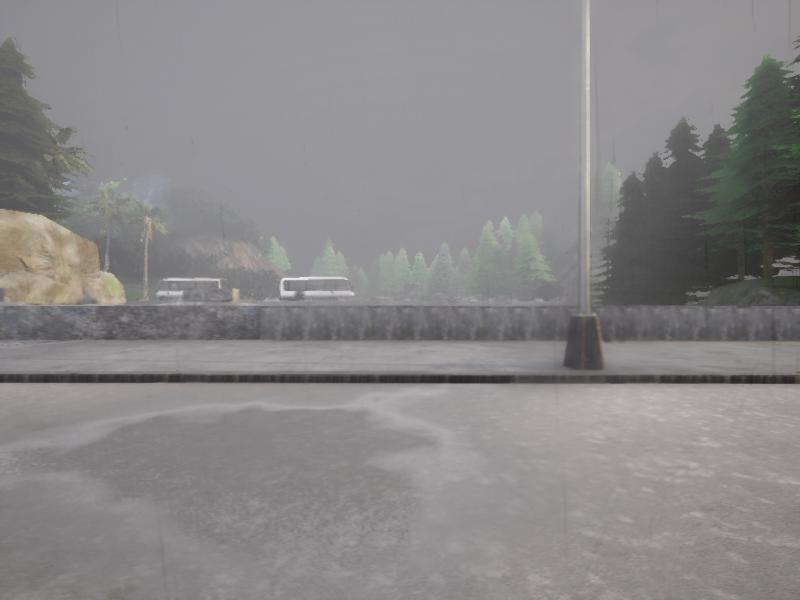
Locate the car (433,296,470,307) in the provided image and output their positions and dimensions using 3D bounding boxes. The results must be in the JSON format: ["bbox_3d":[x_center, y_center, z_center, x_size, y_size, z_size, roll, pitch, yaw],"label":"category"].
[{"bbox_3d":[7.176,0.255,56.215,4.892,1.490,1.837,0,0,0],"label":"car"}]

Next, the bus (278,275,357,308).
[{"bbox_3d":[-11.394,-1.142,56.369,10.273,4.253,3.944,-1,0,0],"label":"bus"}]

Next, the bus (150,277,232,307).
[{"bbox_3d":[-31.274,-1.174,60.162,10.273,4.253,3.944,0,0,0],"label":"bus"}]

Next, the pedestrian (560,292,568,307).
[{"bbox_3d":[20.880,-0.040,50.918,0.751,1.860,0.751,0,0,0],"label":"pedestrian"}]
